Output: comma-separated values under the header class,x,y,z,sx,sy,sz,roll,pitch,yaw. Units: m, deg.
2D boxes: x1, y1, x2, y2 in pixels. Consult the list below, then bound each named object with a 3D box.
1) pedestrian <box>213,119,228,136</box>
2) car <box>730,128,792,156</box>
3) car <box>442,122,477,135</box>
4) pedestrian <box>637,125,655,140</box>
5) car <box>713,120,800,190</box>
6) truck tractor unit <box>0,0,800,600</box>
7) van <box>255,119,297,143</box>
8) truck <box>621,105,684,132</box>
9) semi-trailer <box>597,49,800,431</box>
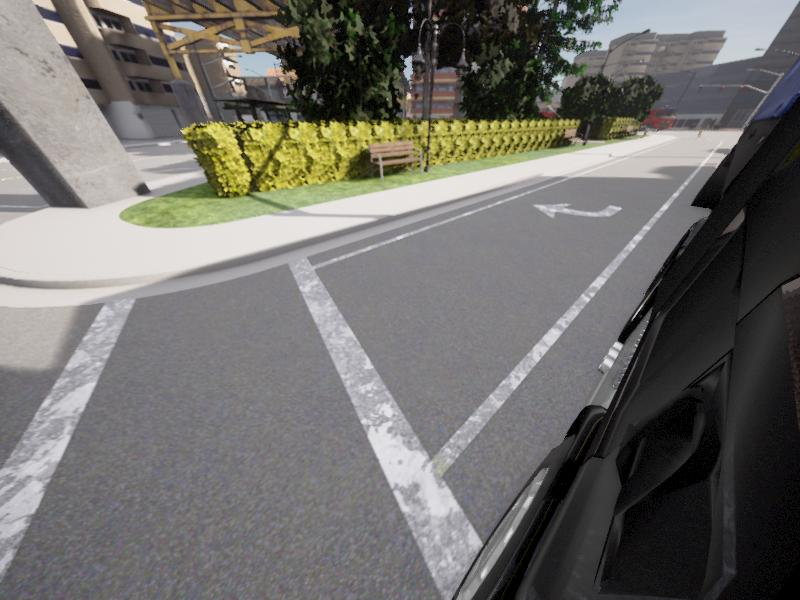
class,x,y,z,sx,sy,sz,roll,pitch,yaw
pedestrian,-25.052,-24.044,32.272,0.751,1.860,0.751,21,43,25
car,26.505,-11.772,17.091,4.674,1.442,1.812,-28,46,-30
car,9.552,-27.954,37.554,5.027,1.651,2.152,3,38,4
pedestrian,27.018,-18.433,25.378,0.751,1.300,0.751,-24,44,-27
car,16.197,-6.522,10.026,5.566,2.045,2.150,-28,46,-31
truck tractor unit,2.645,-0.295,0.351,6.516,4.208,3.053,-28,43,-30
van,-14.158,-19.651,26.783,2.069,2.038,4.480,3,38,4
truck,48.656,-35.292,45.050,2.891,3.827,8.468,3,38,4
semi-trailer,8.728,-3.526,4.286,14.254,4.402,2.717,-28,46,-31
